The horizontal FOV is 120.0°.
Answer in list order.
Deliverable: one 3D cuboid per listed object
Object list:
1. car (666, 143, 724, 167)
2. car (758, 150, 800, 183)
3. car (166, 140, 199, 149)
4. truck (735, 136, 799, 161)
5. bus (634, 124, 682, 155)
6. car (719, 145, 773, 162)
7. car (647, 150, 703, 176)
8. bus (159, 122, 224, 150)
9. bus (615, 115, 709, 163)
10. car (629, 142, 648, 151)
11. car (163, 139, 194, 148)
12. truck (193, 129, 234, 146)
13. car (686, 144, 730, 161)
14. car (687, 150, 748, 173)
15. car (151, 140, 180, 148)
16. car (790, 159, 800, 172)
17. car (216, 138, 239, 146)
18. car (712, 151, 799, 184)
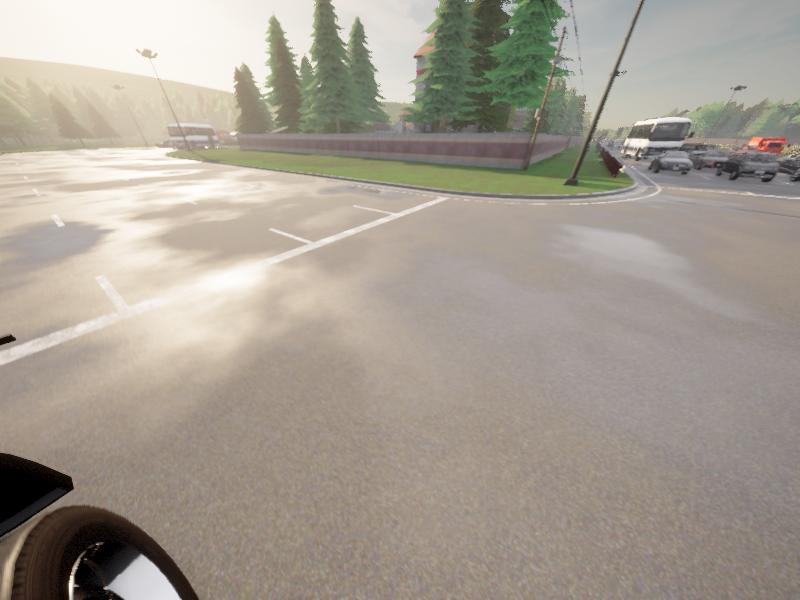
[{"bbox_3d":[30.648,-15.255,24.201,1.905,1.878,3.866,14,39,19],"label":"car"},{"bbox_3d":[27.976,-9.129,15.712,2.152,1.651,5.027,22,41,27],"label":"car"},{"bbox_3d":[-46.082,-33.061,49.030,1.801,1.575,5.366,2,35,3],"label":"car"},{"bbox_3d":[50.214,-20.910,31.832,2.627,2.467,5.204,22,43,27],"label":"truck"},{"bbox_3d":[46.133,-29.002,41.786,3.944,4.253,10.273,26,43,31],"label":"bus"},{"bbox_3d":[43.689,-18.676,29.358,2.242,1.667,4.611,22,41,27],"label":"car"},{"bbox_3d":[21.961,-11.161,18.692,1.812,1.442,4.674,22,41,27],"label":"car"},{"bbox_3d":[-42.468,-33.883,47.871,3.944,4.253,10.273,0,35,-1],"label":"bus"},{"bbox_3d":[31.748,-20.088,28.969,3.944,4.253,10.273,16,38,22],"label":"bus"},{"bbox_3d":[56.599,-36.523,54.836,2.152,1.651,5.027,22,41,27],"label":"car"},{"bbox_3d":[-49.306,-34.998,51.657,2.033,1.649,4.856,2,35,3],"label":"car"},{"bbox_3d":[-52.545,-46.171,65.577,2.891,3.827,8.468,9,36,13],"label":"truck"},{"bbox_3d":[40.043,-19.301,30.214,2.242,1.667,4.611,24,41,30],"label":"car"},{"bbox_3d":[27.746,-12.296,20.422,1.994,1.385,4.181,23,41,28],"label":"car"},{"bbox_3d":[-52.777,-35.271,52.152,1.816,1.474,4.193,5,35,6],"label":"car"},{"bbox_3d":[34.383,-10.850,18.340,1.970,1.475,3.806,22,40,27],"label":"car"},{"bbox_3d":[-46.584,-42.766,62.501,1.932,1.855,4.605,9,36,13],"label":"car"},{"bbox_3d":[23.645,-9.053,15.623,1.789,1.549,3.705,22,40,27],"label":"car"}]
